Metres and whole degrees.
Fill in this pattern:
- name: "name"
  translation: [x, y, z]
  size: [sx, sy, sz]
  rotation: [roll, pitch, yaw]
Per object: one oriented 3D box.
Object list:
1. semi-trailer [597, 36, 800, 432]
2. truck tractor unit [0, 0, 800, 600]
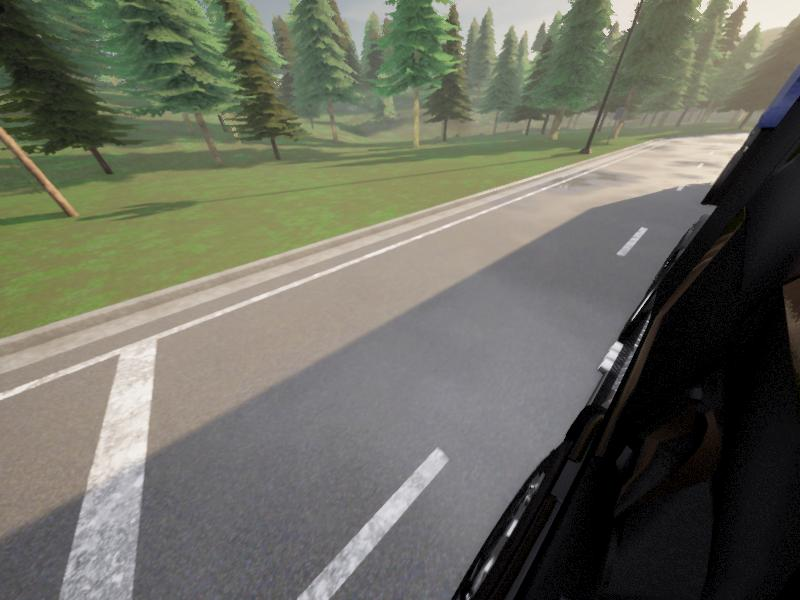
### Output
- name: "semi-trailer"
  translation: [8.742, -3.576, 4.182]
  size: [14.254, 4.402, 2.717]
  rotation: [-28, 44, -29]
- name: "truck tractor unit"
  translation: [2.645, -0.295, 0.352]
  size: [6.516, 4.208, 3.053]
  rotation: [-28, 44, -30]
